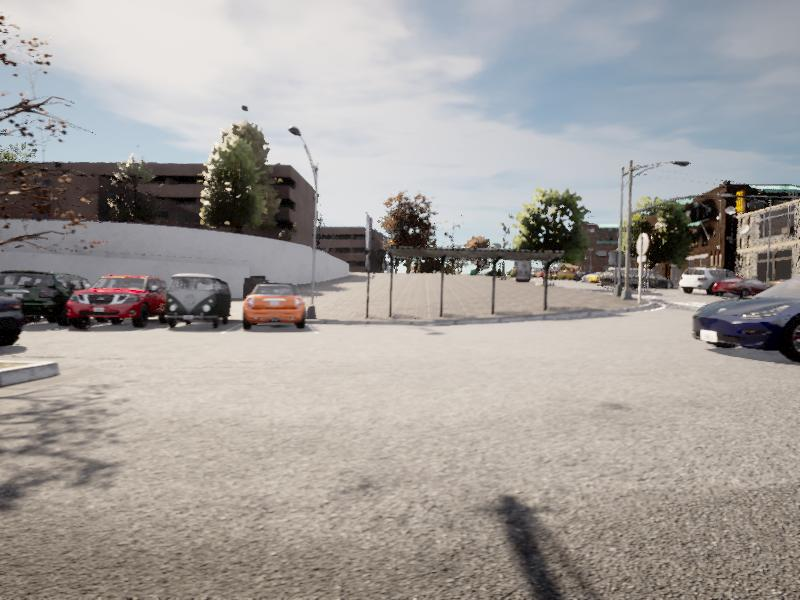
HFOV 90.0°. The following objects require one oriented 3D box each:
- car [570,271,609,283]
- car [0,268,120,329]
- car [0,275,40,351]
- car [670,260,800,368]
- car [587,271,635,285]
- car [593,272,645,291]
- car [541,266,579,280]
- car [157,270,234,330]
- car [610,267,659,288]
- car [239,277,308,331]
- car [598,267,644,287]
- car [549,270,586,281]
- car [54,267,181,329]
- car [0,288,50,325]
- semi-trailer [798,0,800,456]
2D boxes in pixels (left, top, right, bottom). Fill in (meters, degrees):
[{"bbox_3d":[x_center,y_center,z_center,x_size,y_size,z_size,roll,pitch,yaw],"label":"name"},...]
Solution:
[{"bbox_3d":[26.371,-3.190,55.585,4.674,1.452,2.002,1,5,-17],"label":"car"},{"bbox_3d":[-13.855,-0.014,16.250,2.435,2.045,5.566,0,-1,-17],"label":"car"},{"bbox_3d":[-9.927,0.242,7.857,4.193,1.474,1.816,0,0,4],"label":"car"},{"bbox_3d":[7.513,0.119,6.426,4.792,1.488,2.163,-2,1,6],"label":"car"},{"bbox_3d":[26.169,-2.717,49.615,5.366,1.575,1.946,1,5,-16],"label":"car"},{"bbox_3d":[19.893,-1.766,36.627,2.128,1.511,4.902,2,5,3],"label":"car"},{"bbox_3d":[27.054,-4.507,67.566,5.566,2.045,2.435,1,6,-17],"label":"car"},{"bbox_3d":[-7.803,0.048,15.726,1.878,1.987,4.442,1,-1,-16],"label":"car"},{"bbox_3d":[25.495,-2.430,43.488,4.442,1.987,1.878,1,6,-16],"label":"car"},{"bbox_3d":[-4.829,0.169,15.586,2.185,1.767,4.553,0,-1,-16],"label":"car"},{"bbox_3d":[25.691,-2.687,46.499,4.442,1.987,1.878,1,6,-16],"label":"car"},{"bbox_3d":[27.084,-3.999,64.642,5.366,1.575,1.946,1,5,-17],"label":"car"},{"bbox_3d":[-10.828,0.005,16.010,2.435,2.045,5.566,1,-1,-16],"label":"car"},{"bbox_3d":[-16.850,0.258,16.394,2.002,1.452,4.674,0,-1,-17],"label":"car"},{"bbox_3d":[9.395,-1.308,0.384,14.254,4.402,2.717,-1,1,6],"label":"semi-trailer"}]
